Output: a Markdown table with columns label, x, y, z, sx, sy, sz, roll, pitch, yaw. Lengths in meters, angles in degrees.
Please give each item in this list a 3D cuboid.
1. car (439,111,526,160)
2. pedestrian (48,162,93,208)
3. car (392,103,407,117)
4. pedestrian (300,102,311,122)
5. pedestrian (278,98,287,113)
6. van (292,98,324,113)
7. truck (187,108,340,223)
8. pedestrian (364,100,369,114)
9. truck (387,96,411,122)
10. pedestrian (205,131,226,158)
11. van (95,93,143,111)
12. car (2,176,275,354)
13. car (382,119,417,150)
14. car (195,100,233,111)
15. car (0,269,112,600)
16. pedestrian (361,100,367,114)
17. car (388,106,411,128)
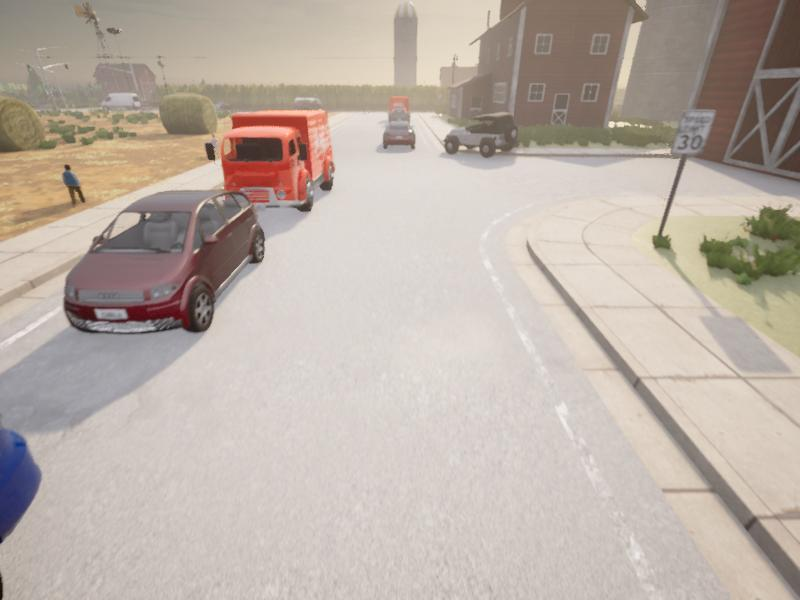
| label | x | y | z | sx | sy | sz | roll | pitch | yaw |
| --- | --- | --- | --- | --- | --- | --- | --- | --- | --- |
| car | 4.123 | -8.492 | 20.432 | 1.905 | 1.878 | 3.866 | -28 | 37 | -34 |
| pedestrian | -8.880 | -3.115 | 10.831 | 0.500 | 1.100 | 0.500 | -6 | 28 | -13 |
| car | -0.060 | -25.713 | 54.105 | 2.038 | 1.542 | 4.974 | 0 | 27 | 0 |
| pedestrian | -9.510 | -18.995 | 40.420 | 0.751 | 1.860 | 0.751 | 1 | 28 | 2 |
| pedestrian | -16.934 | -28.018 | 57.651 | 0.751 | 1.860 | 0.751 | -14 | 31 | -25 |
| van | -14.439 | -30.669 | 62.983 | 4.480 | 2.038 | 2.069 | 1 | 28 | 1 |
| truck | -3.529 | -4.270 | 11.989 | 2.627 | 2.467 | 5.204 | 0 | 28 | 0 |
| pedestrian | -4.948 | -28.601 | 59.209 | 0.751 | 1.860 | 0.751 | -1 | 28 | -3 |
| truck | -0.081 | -22.165 | 46.301 | 2.627 | 2.467 | 5.204 | 0 | 28 | 0 |
| pedestrian | -8.769 | -7.401 | 19.041 | 0.500 | 1.100 | 0.500 | 6 | 28 | 10 |
| van | -46.519 | -32.865 | 66.367 | 5.915 | 2.561 | 1.988 | 1 | 27 | 1 |
| car | -3.522 | -0.850 | 6.431 | 1.789 | 1.549 | 3.705 | 0 | 28 | 0 |
| car | -0.050 | -10.406 | 24.970 | 1.994 | 1.385 | 4.181 | 0 | 28 | 0 |
| car | -30.802 | -32.230 | 66.372 | 4.974 | 1.542 | 2.038 | 0 | 28 | 1 |
| car | -3.506 | 2.001 | 0.438 | 2.150 | 2.045 | 5.566 | 0 | 28 | 0 |
| pedestrian | -5.236 | -28.308 | 58.633 | 0.751 | 1.860 | 0.751 | -3 | 28 | -7 |
| car | -0.067 | -17.973 | 39.186 | 2.152 | 1.651 | 5.027 | 0 | 28 | 0 |
